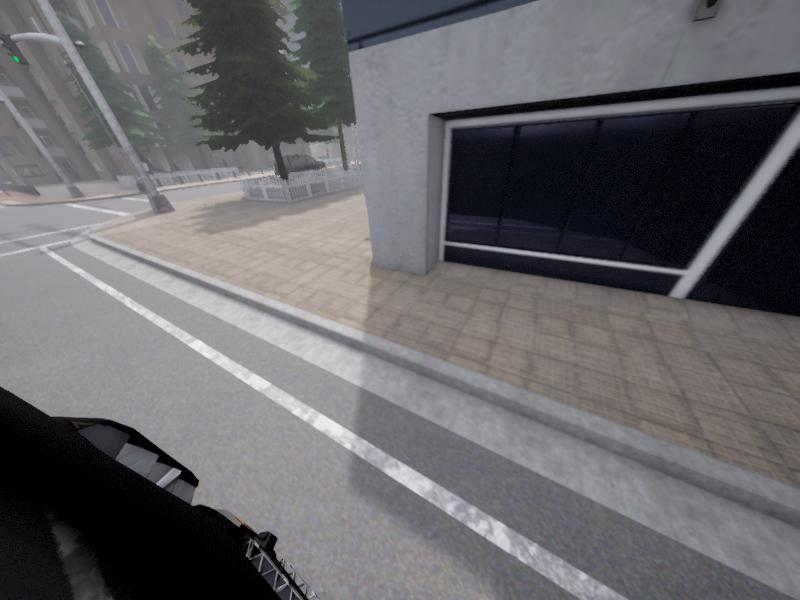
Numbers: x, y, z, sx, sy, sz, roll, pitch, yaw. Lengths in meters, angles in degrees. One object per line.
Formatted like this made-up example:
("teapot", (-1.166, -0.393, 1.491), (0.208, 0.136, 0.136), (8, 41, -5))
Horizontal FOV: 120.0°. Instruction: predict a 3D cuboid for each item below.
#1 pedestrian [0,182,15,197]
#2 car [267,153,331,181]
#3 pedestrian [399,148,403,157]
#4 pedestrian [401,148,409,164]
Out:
("pedestrian", (-33.409, -9.302, 19.475), (0.500, 1.100, 0.500), (16, 38, 26))
("car", (-9.814, -13.384, 23.170), (2.150, 2.045, 5.566), (14, 36, 24))
("pedestrian", (0.309, -35.349, 55.366), (0.751, 1.860, 0.751), (4, 34, 10))
("pedestrian", (0.714, -19.819, 31.879), (0.751, 1.860, 0.751), (14, 37, 24))
